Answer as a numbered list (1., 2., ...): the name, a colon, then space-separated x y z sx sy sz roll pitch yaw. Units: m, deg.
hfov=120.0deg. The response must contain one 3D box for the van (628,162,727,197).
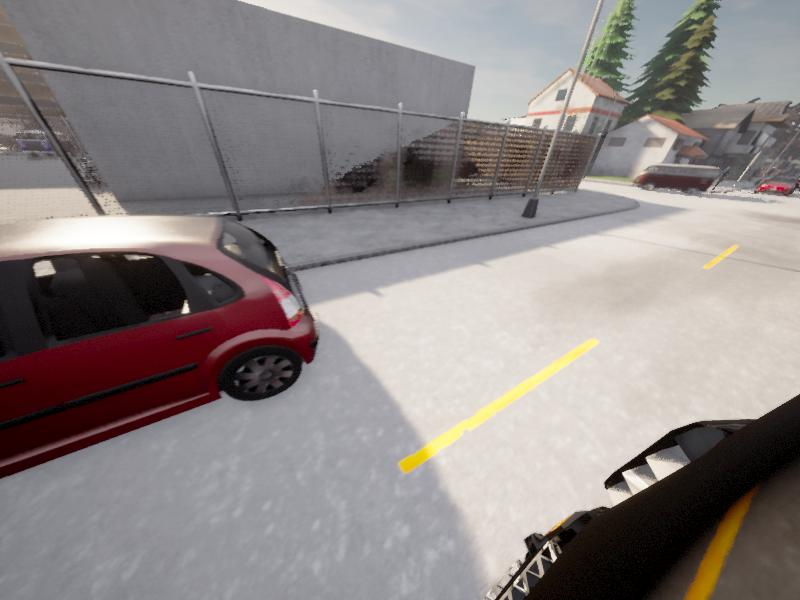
1. van: 21.820 -9.764 18.551 4.442 1.987 1.775 23 40 28

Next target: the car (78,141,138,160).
1. car: -28.255 -14.692 22.630 2.033 1.415 5.357 -16 38 -26

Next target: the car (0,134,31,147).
1. car: -56.579 -22.858 32.974 2.033 1.411 5.357 -16 38 -26

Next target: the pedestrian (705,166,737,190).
1. pedestrian: 29.434 -11.214 21.194 0.751 1.860 0.751 20 37 24

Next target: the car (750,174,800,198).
1. car: 34.114 -10.324 20.732 4.514 1.525 2.007 -16 38 -26

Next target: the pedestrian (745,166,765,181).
1. pedestrian: 54.180 -19.288 35.239 0.751 1.860 0.751 -16 38 -26

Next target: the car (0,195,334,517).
1. car: -2.888 0.265 1.897 3.988 1.617 1.851 -16 38 -26

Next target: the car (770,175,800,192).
1. car: 43.555 -12.970 25.580 4.181 1.385 1.994 -16 38 -26

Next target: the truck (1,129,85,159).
1. truck: -31.744 -14.051 20.835 2.069 2.038 4.478 -16 38 -26
